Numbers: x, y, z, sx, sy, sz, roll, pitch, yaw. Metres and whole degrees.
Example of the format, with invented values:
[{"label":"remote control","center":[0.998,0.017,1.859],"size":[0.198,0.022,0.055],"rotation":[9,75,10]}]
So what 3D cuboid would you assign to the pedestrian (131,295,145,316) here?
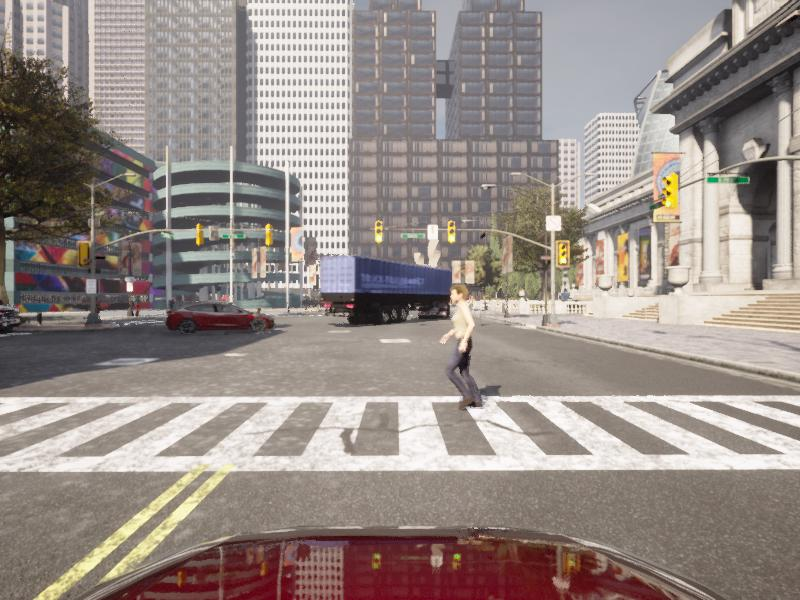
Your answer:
[{"label":"pedestrian","center":[-23.321,0.485,35.583],"size":[0.751,1.860,0.751],"rotation":[0,0,11]}]

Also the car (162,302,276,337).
[{"label":"car","center":[-8.609,0.851,19.383],"size":[4.792,1.488,2.163],"rotation":[0,0,-23]}]

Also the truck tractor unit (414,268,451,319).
[{"label":"truck tractor unit","center":[3.109,-0.521,36.304],"size":[3.053,4.208,6.516],"rotation":[0,0,7]}]

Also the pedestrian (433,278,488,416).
[{"label":"pedestrian","center":[0.902,0.637,5.839],"size":[0.751,1.860,0.751],"rotation":[0,0,12]}]

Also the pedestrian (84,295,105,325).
[{"label":"pedestrian","center":[-19.118,0.637,25.046],"size":[0.751,1.860,0.751],"rotation":[0,0,6]}]

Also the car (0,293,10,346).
[{"label":"car","center":[-16.360,0.651,13.560],"size":[4.605,1.855,1.932],"rotation":[0,-1,5]}]

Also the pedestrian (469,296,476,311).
[{"label":"pedestrian","center":[9.112,0.485,50.267],"size":[0.751,1.860,0.751],"rotation":[0,0,4]}]

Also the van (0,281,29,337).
[{"label":"van","center":[-20.511,0.378,17.467],"size":[6.366,2.431,2.351],"rotation":[0,0,-1]}]

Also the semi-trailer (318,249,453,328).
[{"label":"semi-trailer","center":[-0.121,-0.624,29.203],"size":[2.717,4.402,14.254],"rotation":[1,0,30]}]
